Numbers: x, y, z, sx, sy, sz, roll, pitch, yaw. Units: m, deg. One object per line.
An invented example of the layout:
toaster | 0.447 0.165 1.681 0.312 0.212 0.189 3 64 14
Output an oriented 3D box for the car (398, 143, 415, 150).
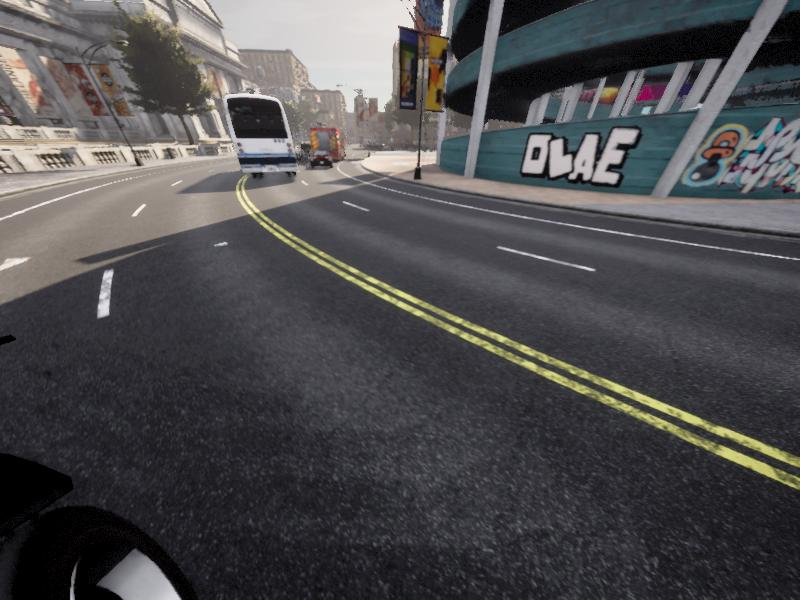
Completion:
car | 1.862 -46.222 69.485 4.892 1.490 1.837 0 35 -2

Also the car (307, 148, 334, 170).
car | -7.610 -13.875 22.580 2.038 1.542 4.974 -7 35 -11

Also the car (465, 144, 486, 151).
car | 22.058 -44.844 67.894 5.357 1.411 2.033 -2 35 -4

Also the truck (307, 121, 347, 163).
truck | -8.778 -19.709 28.973 2.891 3.827 8.468 -3 35 -5

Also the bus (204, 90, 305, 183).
bus | -10.004 -12.046 17.506 3.944 4.253 10.273 -12 36 -18

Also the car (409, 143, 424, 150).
car | 4.823 -44.317 66.677 3.988 1.617 1.851 -2 35 -4

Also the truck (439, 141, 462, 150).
truck | 15.337 -46.877 70.106 6.274 2.098 2.390 -2 35 -4

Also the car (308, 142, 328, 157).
car | -12.976 -24.002 36.808 1.905 1.878 3.866 -2 35 -4

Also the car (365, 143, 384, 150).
car | -7.222 -43.498 65.392 4.902 1.511 2.128 -8 35 -12

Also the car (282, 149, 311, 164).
car | -11.941 -16.831 26.988 1.895 1.301 4.718 -4 35 -6

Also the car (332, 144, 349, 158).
car | -9.506 -24.049 37.202 1.801 1.575 5.366 -2 35 -4

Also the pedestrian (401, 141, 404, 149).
pedestrian | 0.587 -42.533 63.515 0.751 1.860 0.751 -5 35 -8

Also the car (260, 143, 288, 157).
car | -20.016 -24.087 37.013 2.242 1.667 4.611 -2 35 -4

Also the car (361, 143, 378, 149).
car | -9.373 -47.223 70.722 4.514 1.525 2.007 12 36 16
